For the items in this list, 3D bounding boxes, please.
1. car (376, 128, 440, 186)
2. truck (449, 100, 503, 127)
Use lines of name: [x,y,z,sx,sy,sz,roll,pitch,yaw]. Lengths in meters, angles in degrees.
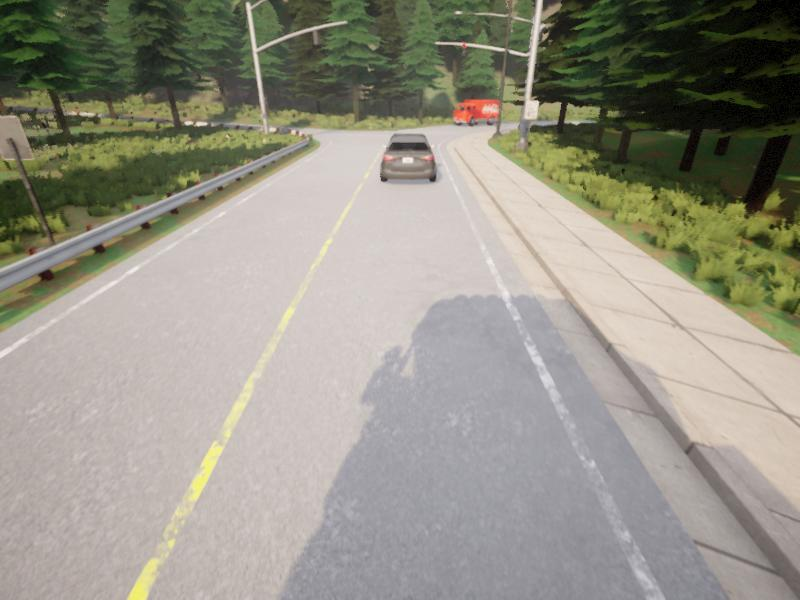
car: [0.354,-5.989,16.434,2.242,1.667,4.611,0,27,1]
truck: [8.032,-19.840,42.423,5.204,2.467,2.627,-19,33,-33]
